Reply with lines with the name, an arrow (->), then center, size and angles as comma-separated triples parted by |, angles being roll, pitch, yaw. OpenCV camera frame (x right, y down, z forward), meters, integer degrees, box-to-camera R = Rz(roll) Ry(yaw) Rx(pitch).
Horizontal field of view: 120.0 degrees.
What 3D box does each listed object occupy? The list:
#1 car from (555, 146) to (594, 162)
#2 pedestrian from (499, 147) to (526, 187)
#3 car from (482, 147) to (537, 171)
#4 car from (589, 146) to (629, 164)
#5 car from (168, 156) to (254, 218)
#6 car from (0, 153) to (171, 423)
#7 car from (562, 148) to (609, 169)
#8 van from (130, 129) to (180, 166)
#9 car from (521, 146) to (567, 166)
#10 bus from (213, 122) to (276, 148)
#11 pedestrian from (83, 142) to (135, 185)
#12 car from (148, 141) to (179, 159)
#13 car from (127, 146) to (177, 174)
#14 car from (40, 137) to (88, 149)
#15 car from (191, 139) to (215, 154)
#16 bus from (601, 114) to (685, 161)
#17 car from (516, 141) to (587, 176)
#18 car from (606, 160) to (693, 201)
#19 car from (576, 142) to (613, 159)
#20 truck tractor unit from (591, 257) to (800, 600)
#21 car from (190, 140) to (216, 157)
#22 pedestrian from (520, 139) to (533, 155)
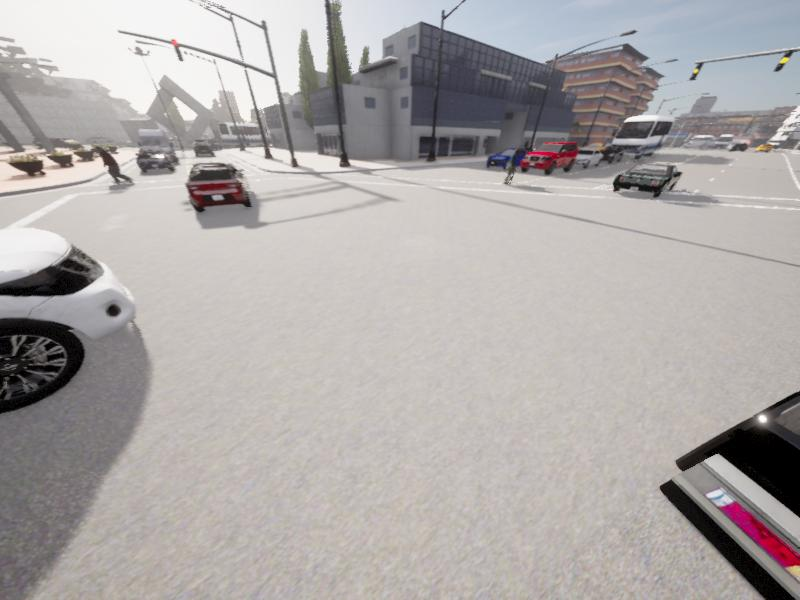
car -> 20.839, -17.549, 27.626 | 4.181, 1.385, 1.994 | -23, 42, -29
pedestrian -> 6.219, -7.380, 12.819 | 0.751, 1.860, 0.751 | 24, 41, 29
car -> 9.872, -12.744, 20.735 | 5.008, 1.535, 1.882 | -24, 42, -30
car -> 23.026, -16.005, 25.390 | 4.193, 1.474, 1.816 | -24, 42, -29
car -> -7.071, -4.666, 9.130 | 1.816, 1.474, 4.193 | -17, 39, -23
car -> -5.539, 0.673, 1.131 | 2.150, 2.045, 5.566 | 23, 41, 27
car -> 17.817, -13.645, 22.159 | 4.674, 1.442, 1.812 | -24, 42, -30
van -> -22.369, -14.222, 21.402 | 1.988, 2.561, 5.915 | -23, 42, -30
car -> 15.017, -14.987, 23.984 | 4.892, 1.490, 1.837 | -24, 42, -30
bus -> -33.667, -36.263, 50.902 | 3.944, 4.253, 10.273 | 17, 38, 19
pedestrian -> -14.893, -7.030, 11.917 | 0.751, 1.860, 0.751 | -17, 39, -24
car -> -26.471, -16.903, 25.991 | 1.845, 1.501, 3.633 | -24, 42, -30
car -> -17.865, -10.303, 16.865 | 1.816, 1.474, 4.193 | -23, 42, -30
car -> -56.525, -26.474, 38.936 | 4.611, 1.667, 2.242 | 6, 36, 7
car -> -28.936, -22.720, 34.082 | 1.930, 1.638, 5.238 | -19, 40, -26
bus -> 30.744, -20.589, 29.214 | 10.273, 4.253, 3.944 | -25, 43, -29
car -> 12.029, -11.337, 18.340 | 5.566, 2.045, 2.150 | -24, 42, -30
car -> 12.940, -6.310, 11.949 | 4.718, 1.301, 1.895 | -24, 42, -30
car -> 25.870, -19.929, 30.698 | 5.008, 1.535, 1.882 | -25, 43, -29
truck tractor unit -> 5.288, -0.066, 0.452 | 6.516, 4.208, 3.053 | -10, 37, -14
car -> -25.063, -19.302, 29.319 | 1.930, 1.638, 5.238 | -23, 42, -30
pedestrian -> 17.555, -21.305, 32.120 | 0.751, 1.860, 0.751 | -15, 38, -21
